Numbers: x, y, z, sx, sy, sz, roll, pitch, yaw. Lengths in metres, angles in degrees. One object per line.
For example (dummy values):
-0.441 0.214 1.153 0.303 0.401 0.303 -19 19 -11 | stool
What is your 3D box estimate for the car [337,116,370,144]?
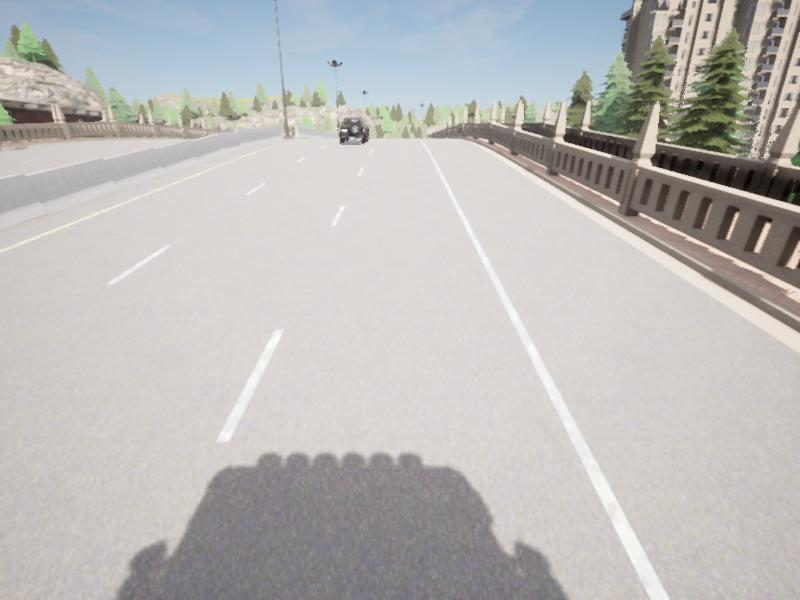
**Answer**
-3.493 -13.208 30.890 1.932 1.855 4.605 0 25 0 | car
